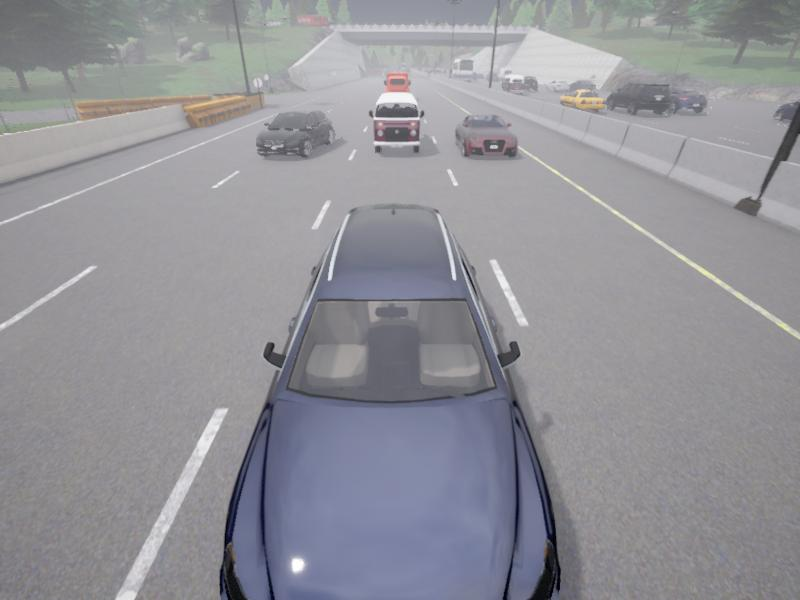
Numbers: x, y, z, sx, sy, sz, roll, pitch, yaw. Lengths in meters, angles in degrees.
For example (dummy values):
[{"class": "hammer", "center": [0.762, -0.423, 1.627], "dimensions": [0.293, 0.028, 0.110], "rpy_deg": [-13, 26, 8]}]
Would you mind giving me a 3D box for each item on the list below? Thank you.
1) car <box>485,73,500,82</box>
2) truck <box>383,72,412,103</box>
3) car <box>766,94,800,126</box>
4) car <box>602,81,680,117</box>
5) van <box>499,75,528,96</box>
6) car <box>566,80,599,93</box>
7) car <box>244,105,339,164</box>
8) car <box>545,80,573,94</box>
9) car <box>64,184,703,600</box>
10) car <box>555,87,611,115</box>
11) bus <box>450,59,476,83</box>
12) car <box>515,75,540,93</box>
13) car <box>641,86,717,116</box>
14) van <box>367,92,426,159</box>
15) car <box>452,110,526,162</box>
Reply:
[{"class": "car", "center": [20.517, -49.363, 88.805], "dimensions": [2.242, 1.667, 4.611], "rpy_deg": [0, 30, 0]}, {"class": "truck", "center": [-0.239, -20.860, 39.178], "dimensions": [2.627, 2.467, 5.204], "rpy_deg": [0, 30, 0]}, {"class": "car", "center": [24.338, -11.218, 23.659], "dimensions": [1.845, 1.501, 3.633], "rpy_deg": [0, 31, 0]}, {"class": "car", "center": [17.309, -14.738, 29.153], "dimensions": [2.150, 2.045, 5.566], "rpy_deg": [0, 30, 0]}, {"class": "van", "center": [13.715, -26.203, 48.741], "dimensions": [2.069, 2.038, 4.480], "rpy_deg": [0, 30, 0]}, {"class": "car", "center": [24.194, -28.484, 53.285], "dimensions": [2.033, 1.411, 5.357], "rpy_deg": [0, 30, 0]}, {"class": "car", "center": [-4.107, -6.836, 16.187], "dimensions": [1.837, 1.490, 4.892], "rpy_deg": [5, 31, 8]}, {"class": "car", "center": [20.697, -27.945, 52.312], "dimensions": [1.812, 1.442, 4.674], "rpy_deg": [0, 30, 0]}, {"class": "car", "center": [-0.066, 0.348, 3.785], "dimensions": [2.033, 1.649, 4.856], "rpy_deg": [0, 30, 0]}, {"class": "car", "center": [13.803, -15.345, 30.649], "dimensions": [1.801, 1.575, 5.366], "rpy_deg": [0, 30, 0]}, {"class": "bus", "center": [13.405, -49.594, 86.498], "dimensions": [3.944, 4.253, 10.273], "rpy_deg": [0, 30, 0]}, {"class": "car", "center": [17.188, -29.286, 54.172], "dimensions": [1.932, 1.855, 4.605], "rpy_deg": [0, 31, 0]}, {"class": "car", "center": [20.805, -15.090, 30.178], "dimensions": [2.152, 1.651, 5.027], "rpy_deg": [0, 30, 0]}, {"class": "van", "center": [-0.129, -7.276, 16.412], "dimensions": [2.069, 2.038, 4.480], "rpy_deg": [0, 30, 0]}, {"class": "car", "center": [3.374, -6.665, 16.024], "dimensions": [1.994, 1.385, 4.181], "rpy_deg": [0, 30, 0]}]
